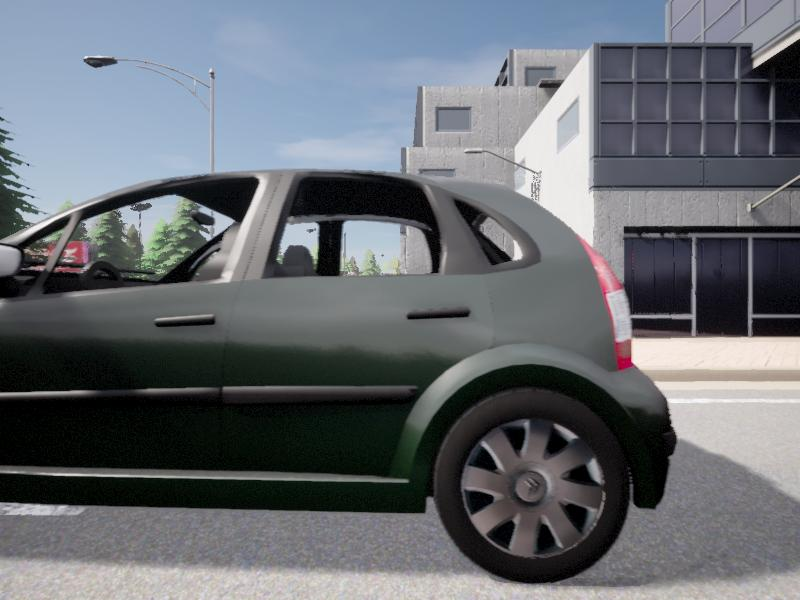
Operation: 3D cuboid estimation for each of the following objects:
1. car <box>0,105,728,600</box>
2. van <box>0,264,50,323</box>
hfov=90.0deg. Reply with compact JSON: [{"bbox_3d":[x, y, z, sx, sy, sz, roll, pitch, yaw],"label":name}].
[{"bbox_3d":[-0.912,0.189,2.281,3.988,1.617,1.851,0,0,3],"label":"car"},{"bbox_3d":[-18.135,-0.278,16.612,1.988,2.561,5.915,0,0,1],"label":"van"}]
